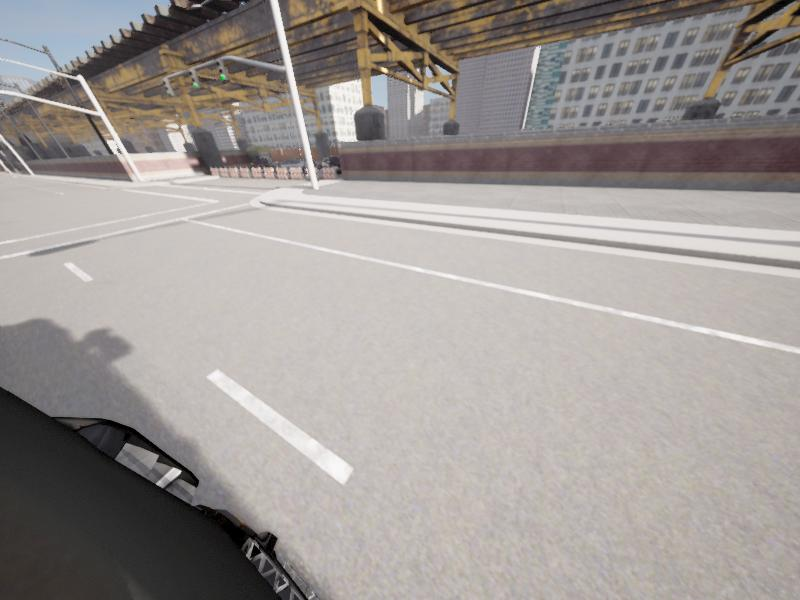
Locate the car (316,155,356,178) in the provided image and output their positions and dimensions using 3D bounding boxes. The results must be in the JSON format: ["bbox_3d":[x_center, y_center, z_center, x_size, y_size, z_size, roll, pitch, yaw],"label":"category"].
[{"bbox_3d":[-6.188,-12.818,21.994,2.038,1.542,4.974,-21,38,-24],"label":"car"}]

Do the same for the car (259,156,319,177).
[{"bbox_3d":[-11.226,-13.761,23.769,4.974,1.542,2.038,-6,34,-4],"label":"car"}]

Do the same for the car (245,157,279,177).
[{"bbox_3d":[-15.219,-14.904,25.766,2.038,1.542,4.974,-11,35,-12],"label":"car"}]

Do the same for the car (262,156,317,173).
[{"bbox_3d":[-11.181,-13.896,23.685,4.536,1.218,1.853,-6,34,-4],"label":"car"}]

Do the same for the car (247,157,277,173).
[{"bbox_3d":[-15.240,-15.062,25.719,1.853,1.218,4.536,-11,35,-12],"label":"car"}]

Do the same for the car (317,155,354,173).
[{"bbox_3d":[-6.222,-12.972,21.943,1.853,1.218,4.536,-21,38,-24],"label":"car"}]
